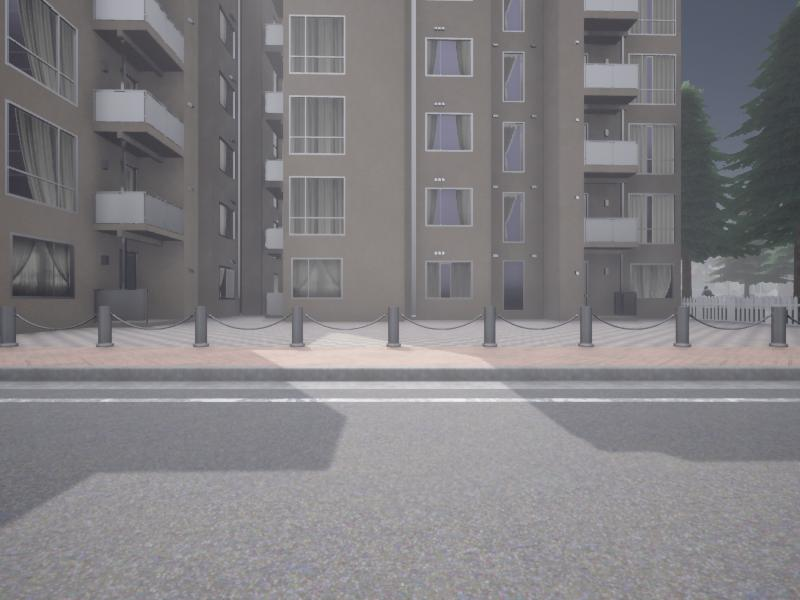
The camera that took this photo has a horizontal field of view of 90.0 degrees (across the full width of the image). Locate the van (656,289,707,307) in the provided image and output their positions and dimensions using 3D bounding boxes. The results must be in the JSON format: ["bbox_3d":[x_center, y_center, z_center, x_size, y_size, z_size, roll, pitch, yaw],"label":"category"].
[{"bbox_3d":[40.253,-0.277,57.331,5.915,2.561,1.988,0,0,-1],"label":"van"}]

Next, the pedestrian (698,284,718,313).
[{"bbox_3d":[20.323,-0.100,26.432,0.751,1.860,0.751,0,0,-1],"label":"pedestrian"}]
